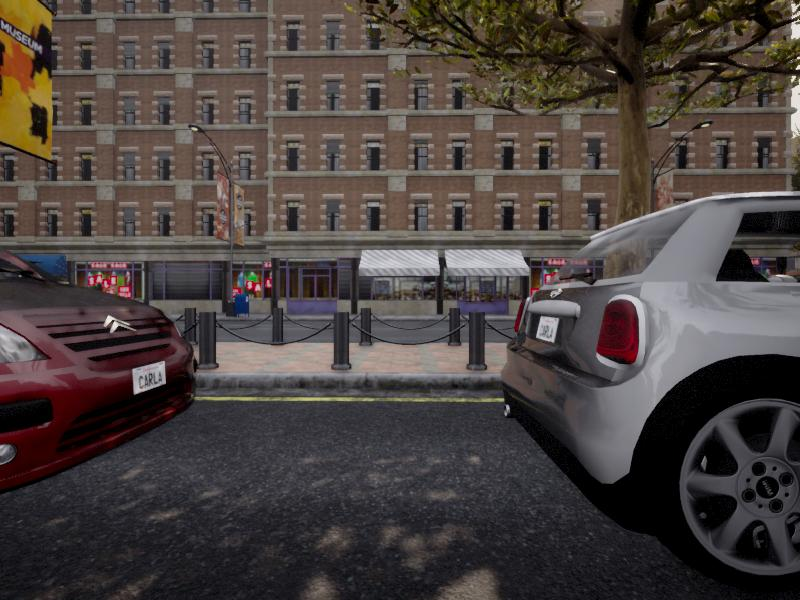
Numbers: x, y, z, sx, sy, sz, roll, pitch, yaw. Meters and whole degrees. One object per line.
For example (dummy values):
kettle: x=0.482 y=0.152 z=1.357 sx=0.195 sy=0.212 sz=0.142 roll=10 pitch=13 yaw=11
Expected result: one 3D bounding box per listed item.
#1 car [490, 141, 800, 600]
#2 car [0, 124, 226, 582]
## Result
car: x=2.600 y=0.253 z=2.173 sx=3.806 sy=1.475 sz=1.970 roll=0 pitch=0 yaw=1
car: x=-3.390 y=0.188 z=2.287 sx=3.988 sy=1.617 sz=1.851 roll=0 pitch=0 yaw=1
